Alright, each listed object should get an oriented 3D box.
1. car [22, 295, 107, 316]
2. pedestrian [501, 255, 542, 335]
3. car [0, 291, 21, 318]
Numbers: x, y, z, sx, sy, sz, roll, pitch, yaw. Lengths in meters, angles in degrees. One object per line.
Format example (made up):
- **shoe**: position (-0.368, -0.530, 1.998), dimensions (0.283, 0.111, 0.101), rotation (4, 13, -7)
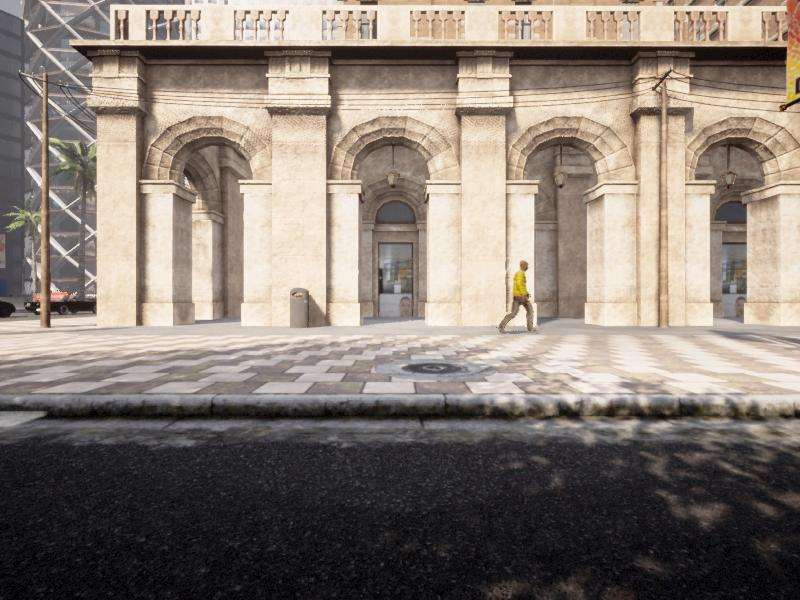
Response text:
- **car**: position (-23.035, 0.340, 27.750), dimensions (1.895, 1.301, 4.718), rotation (0, 0, 0)
- **pedestrian**: position (2.901, -0.115, 9.604), dimensions (0.751, 1.860, 0.751), rotation (0, 0, 0)
- **car**: position (-23.029, 0.251, 21.246), dimensions (1.816, 1.474, 4.193), rotation (0, 0, 0)
